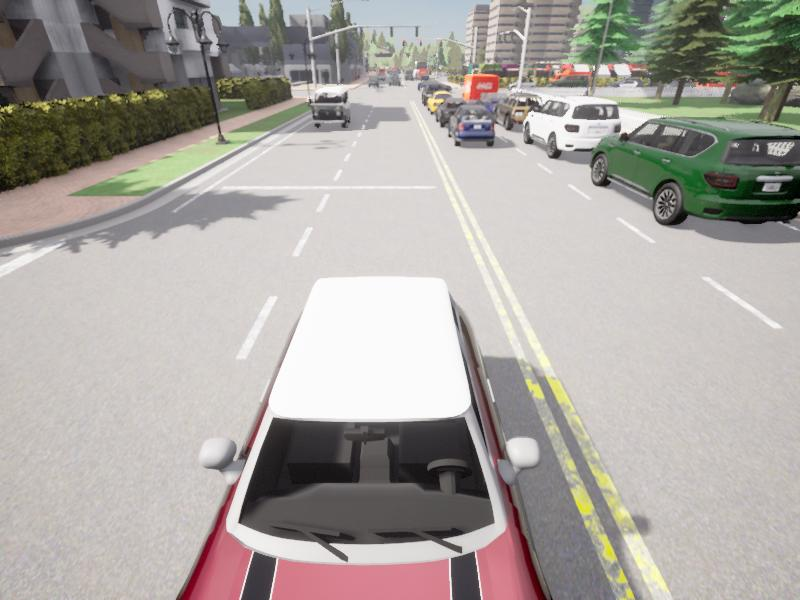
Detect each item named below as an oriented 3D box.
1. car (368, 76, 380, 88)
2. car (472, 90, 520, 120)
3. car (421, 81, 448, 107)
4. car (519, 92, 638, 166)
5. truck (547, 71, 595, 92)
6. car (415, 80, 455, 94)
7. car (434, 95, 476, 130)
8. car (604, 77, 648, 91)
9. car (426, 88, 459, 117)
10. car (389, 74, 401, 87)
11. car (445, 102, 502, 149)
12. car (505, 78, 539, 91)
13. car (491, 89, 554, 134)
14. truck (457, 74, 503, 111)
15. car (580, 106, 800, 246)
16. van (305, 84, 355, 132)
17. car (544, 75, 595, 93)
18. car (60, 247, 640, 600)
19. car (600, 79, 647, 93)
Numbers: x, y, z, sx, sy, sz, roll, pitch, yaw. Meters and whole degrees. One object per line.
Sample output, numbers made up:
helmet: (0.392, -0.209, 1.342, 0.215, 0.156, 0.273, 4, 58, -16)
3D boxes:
car: (-4.356, -36.448, 66.849, 1.789, 1.549, 3.705, 0, 30, 0)
car: (6.574, -13.733, 28.051, 2.163, 1.488, 4.792, 0, 30, 0)
car: (2.990, -18.383, 35.618, 1.932, 1.855, 4.605, 0, 30, 0)
car: (6.707, -7.025, 16.010, 2.150, 2.045, 5.566, 0, 30, 0)
truck: (23.995, -30.893, 56.456, 5.204, 2.467, 2.627, -1, 30, -2)
car: (4.562, -28.173, 52.774, 4.792, 1.488, 2.163, 20, 36, 30)
car: (3.123, -11.132, 23.607, 1.816, 1.474, 4.193, 0, 30, 0)
car: (32.098, -30.684, 56.902, 4.856, 1.649, 2.033, -1, 30, -2)
car: (3.057, -14.700, 29.610, 1.801, 1.575, 5.366, 0, 30, -1)
car: (-0.901, -38.923, 70.869, 2.097, 1.767, 4.553, 0, 30, 0)
car: (3.186, -7.979, 18.131, 1.789, 1.549, 3.705, 0, 30, -1)
car: (17.206, -30.443, 56.531, 3.988, 1.617, 1.851, 0, 30, 0)
car: (6.638, -10.610, 22.313, 1.932, 1.855, 4.605, 0, 30, 0)
truck: (6.513, -17.376, 33.309, 2.627, 2.467, 5.204, 0, 30, 0)
car: (6.782, -3.342, 9.704, 2.150, 2.045, 5.566, 0, 30, -1)
van: (-3.872, -11.065, 22.919, 2.069, 2.038, 4.480, 0, 31, -1)
car: (22.549, -28.922, 53.491, 5.566, 2.045, 2.150, -1, 30, -2)
car: (-0.169, 1.061, 2.753, 1.970, 1.475, 3.806, 0, 30, 0)
car: (29.996, -28.830, 53.844, 4.974, 1.542, 2.038, -1, 30, -2)
